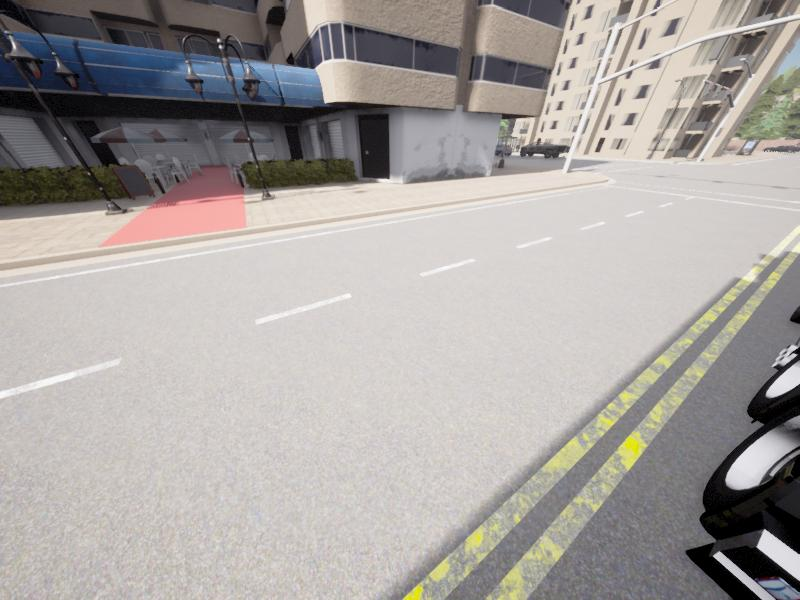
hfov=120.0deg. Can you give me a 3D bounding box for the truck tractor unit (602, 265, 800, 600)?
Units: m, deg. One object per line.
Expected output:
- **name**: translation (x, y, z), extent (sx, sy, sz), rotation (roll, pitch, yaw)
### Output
- **truck tractor unit**: translation (5.110, -0.301, 0.780), extent (6.516, 4.208, 3.053), rotation (-18, 39, -24)

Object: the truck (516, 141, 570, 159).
- **truck**: translation (21.507, -22.887, 35.176), extent (2.390, 2.098, 6.274), rotation (-18, 39, -25)
